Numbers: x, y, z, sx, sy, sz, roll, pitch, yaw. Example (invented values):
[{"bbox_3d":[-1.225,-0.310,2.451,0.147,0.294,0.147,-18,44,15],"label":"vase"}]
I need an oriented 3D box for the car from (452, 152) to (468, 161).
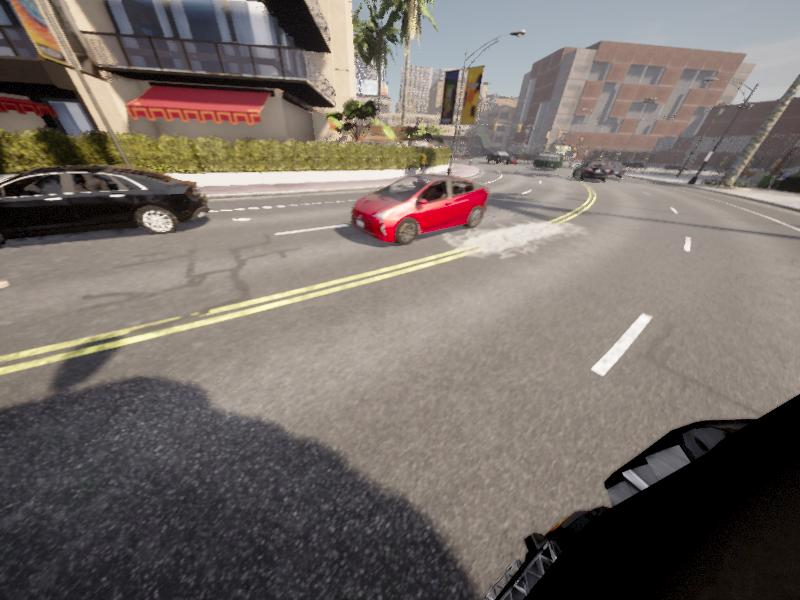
[{"bbox_3d":[13.712,-33.103,53.176,2.163,1.488,4.792,0,34,-4],"label":"car"}]

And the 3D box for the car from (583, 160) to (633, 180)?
[{"bbox_3d":[24.298,-15.421,27.279,2.152,1.651,5.027,9,34,9],"label":"car"}]

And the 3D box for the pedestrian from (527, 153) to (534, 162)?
[{"bbox_3d":[31.276,-34.124,55.272,0.751,1.860,0.751,-1,34,-5],"label":"pedestrian"}]

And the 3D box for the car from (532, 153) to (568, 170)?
[{"bbox_3d":[25.204,-23.549,39.145,2.150,2.045,5.566,1,34,-3],"label":"car"}]

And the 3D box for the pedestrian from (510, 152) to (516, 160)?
[{"bbox_3d":[29.599,-37.569,60.319,0.751,1.860,0.751,2,34,-1],"label":"pedestrian"}]

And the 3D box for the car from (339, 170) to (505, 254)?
[{"bbox_3d":[0.777,-2.918,6.981,4.514,1.525,2.007,-21,41,-31],"label":"car"}]

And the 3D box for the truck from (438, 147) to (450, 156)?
[{"bbox_3d":[15.062,-51.608,80.115,2.627,2.467,5.204,0,34,-4],"label":"truck"}]

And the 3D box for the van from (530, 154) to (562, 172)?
[{"bbox_3d":[21.729,-20.592,34.526,1.775,1.987,4.442,3,34,0],"label":"van"}]

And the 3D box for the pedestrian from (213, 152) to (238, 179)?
[{"bbox_3d":[-10.142,-7.825,13.488,0.751,1.300,0.751,-13,37,-22],"label":"pedestrian"}]

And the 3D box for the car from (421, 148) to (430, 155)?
[{"bbox_3d":[8.608,-50.627,78.813,2.185,1.767,4.553,0,34,-5],"label":"car"}]

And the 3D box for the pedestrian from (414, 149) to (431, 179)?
[{"bbox_3d":[1.680,-10.273,17.451,0.751,1.860,0.751,30,42,35],"label":"pedestrian"}]

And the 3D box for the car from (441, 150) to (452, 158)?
[{"bbox_3d":[12.802,-40.666,64.173,2.097,1.767,4.553,2,34,-1],"label":"car"}]

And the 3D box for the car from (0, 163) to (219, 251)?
[{"bbox_3d":[-7.776,-2.433,5.687,4.892,1.490,1.837,-16,38,-25],"label":"car"}]

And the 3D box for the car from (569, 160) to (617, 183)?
[{"bbox_3d":[19.749,-13.422,23.923,2.242,1.667,4.611,13,35,15],"label":"car"}]

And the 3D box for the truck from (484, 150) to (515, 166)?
[{"bbox_3d":[18.079,-26.117,42.449,2.390,2.098,6.274,0,34,-4],"label":"truck"}]

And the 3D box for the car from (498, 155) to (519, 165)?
[{"bbox_3d":[21.301,-27.545,45.474,1.994,1.385,4.181,0,34,-4],"label":"car"}]

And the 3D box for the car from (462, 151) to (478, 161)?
[{"bbox_3d":[16.956,-35.268,56.503,1.930,1.638,5.238,0,34,-4],"label":"car"}]
